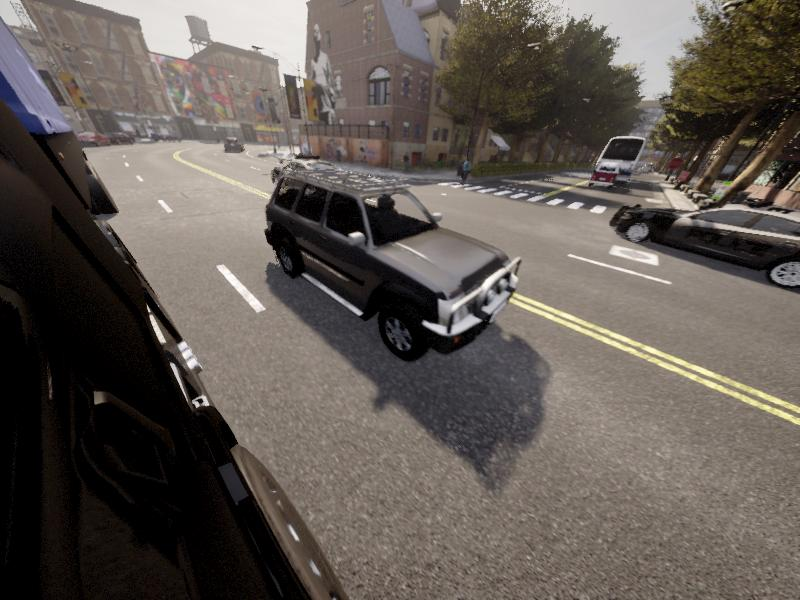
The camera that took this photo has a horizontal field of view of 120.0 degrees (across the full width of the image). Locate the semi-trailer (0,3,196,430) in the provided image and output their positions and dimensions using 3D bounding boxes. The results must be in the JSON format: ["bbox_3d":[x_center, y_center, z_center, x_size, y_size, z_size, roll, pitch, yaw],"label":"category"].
[{"bbox_3d":[-8.570,-3.583,4.496,14.254,4.402,2.717,28,41,32],"label":"semi-trailer"}]

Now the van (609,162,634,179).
[{"bbox_3d":[33.659,-19.705,35.102,1.775,1.987,4.442,30,42,33],"label":"van"}]

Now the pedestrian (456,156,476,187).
[{"bbox_3d":[4.737,-9.317,16.707,0.751,1.860,0.751,29,41,32],"label":"pedestrian"}]

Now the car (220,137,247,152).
[{"bbox_3d":[-24.515,-23.050,34.201,2.242,1.667,4.611,-11,37,-21],"label":"car"}]

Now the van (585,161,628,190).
[{"bbox_3d":[19.683,-11.894,21.983,2.069,2.038,4.480,29,41,33],"label":"van"}]

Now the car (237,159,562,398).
[{"bbox_3d":[-0.492,-1.020,3.865,4.605,1.855,1.932,30,42,32],"label":"car"}]

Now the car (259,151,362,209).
[{"bbox_3d":[-4.219,-5.713,10.654,5.238,1.638,1.930,29,41,33],"label":"car"}]

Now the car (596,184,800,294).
[{"bbox_3d":[9.299,-1.985,6.551,1.930,1.638,5.238,-12,37,-21],"label":"car"}]

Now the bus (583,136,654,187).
[{"bbox_3d":[25.745,-16.269,27.138,3.944,4.253,10.273,29,41,33],"label":"bus"}]

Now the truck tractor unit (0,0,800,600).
[{"bbox_3d":[-2.645,-0.295,0.352,6.516,4.208,3.053,28,44,30],"label":"truck tractor unit"}]

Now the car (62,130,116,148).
[{"bbox_3d":[-35.521,-18.584,26.605,2.002,1.452,4.674,-14,38,-24],"label":"car"}]

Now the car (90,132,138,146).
[{"bbox_3d":[-37.933,-21.546,30.878,1.895,1.301,4.718,-7,36,-16],"label":"car"}]

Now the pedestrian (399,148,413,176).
[{"bbox_3d":[0.492,-11.347,18.996,0.751,1.860,0.751,24,39,27],"label":"pedestrian"}]
